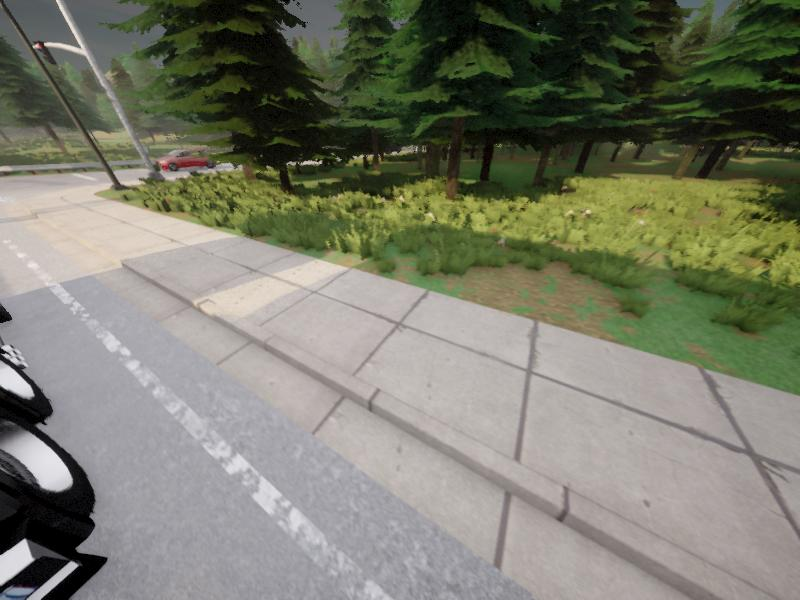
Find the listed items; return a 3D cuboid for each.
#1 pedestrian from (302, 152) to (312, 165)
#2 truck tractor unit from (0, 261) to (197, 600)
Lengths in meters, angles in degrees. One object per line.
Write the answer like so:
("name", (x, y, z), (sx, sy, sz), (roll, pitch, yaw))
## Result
("pedestrian", (-9.457, -14.506, 23.600), (0.500, 1.100, 0.500), (20, 40, 26))
("truck tractor unit", (-5.107, -0.305, 0.784), (6.516, 4.208, 3.053), (19, 39, 24))
